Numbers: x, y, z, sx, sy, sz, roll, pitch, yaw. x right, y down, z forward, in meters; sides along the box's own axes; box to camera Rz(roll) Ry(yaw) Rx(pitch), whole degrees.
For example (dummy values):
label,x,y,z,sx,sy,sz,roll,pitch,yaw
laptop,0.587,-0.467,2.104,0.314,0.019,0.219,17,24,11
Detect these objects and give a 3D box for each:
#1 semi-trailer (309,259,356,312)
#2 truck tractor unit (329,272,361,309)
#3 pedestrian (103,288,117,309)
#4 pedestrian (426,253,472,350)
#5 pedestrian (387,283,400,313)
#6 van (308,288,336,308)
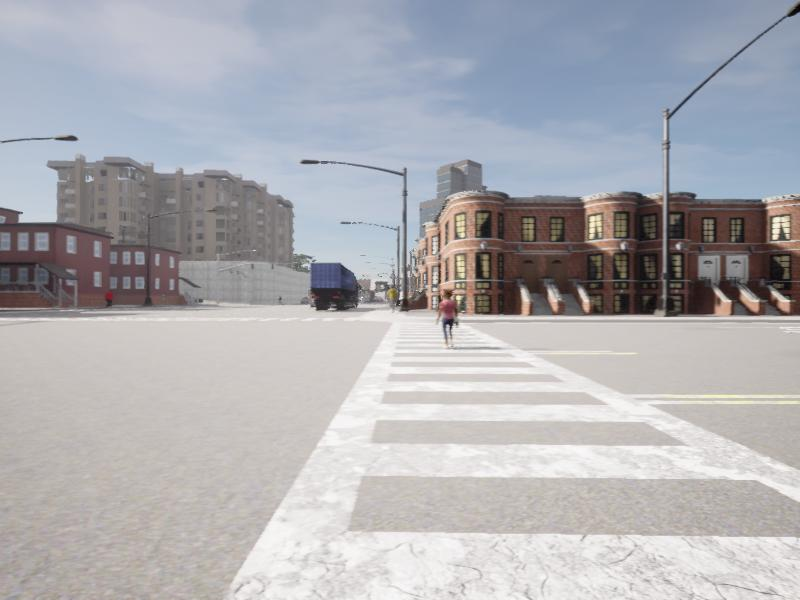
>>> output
label,x,y,z,sx,sy,sz,roll,pitch,yaw
semi-trailer,-6.365,-1.218,40.389,2.717,4.402,14.254,0,0,-1
truck tractor unit,-6.516,-1.120,48.302,3.053,4.208,6.516,0,0,0
pedestrian,-26.730,-0.127,36.844,0.751,1.860,0.751,0,0,-1
pedestrian,0.979,0.037,8.086,0.751,1.860,0.751,0,0,-8
pedestrian,-0.445,-0.116,25.599,0.751,1.860,0.751,0,0,-6
van,-10.049,-0.226,51.979,2.351,2.431,6.366,0,0,0
